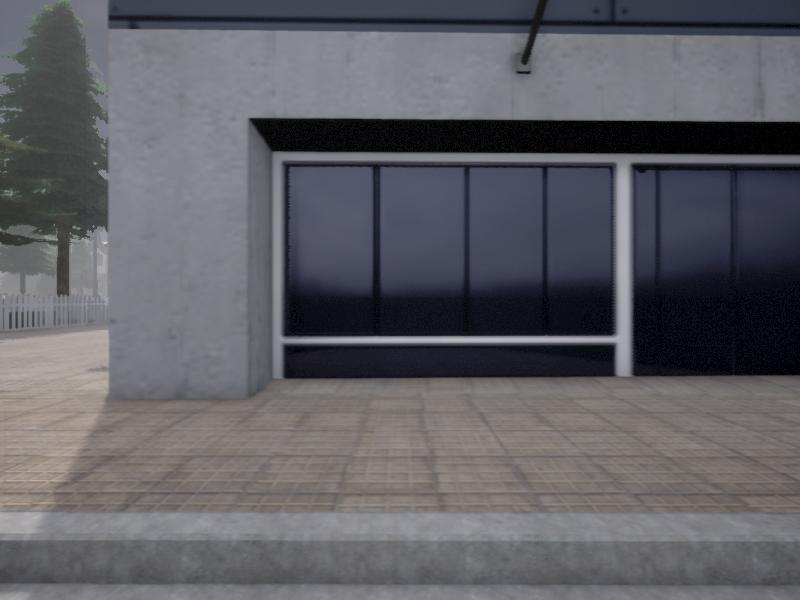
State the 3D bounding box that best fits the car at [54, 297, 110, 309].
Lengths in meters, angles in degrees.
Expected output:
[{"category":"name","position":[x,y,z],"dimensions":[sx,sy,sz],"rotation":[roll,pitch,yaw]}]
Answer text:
[{"category":"car","position":[-39.530,0.331,49.845],"dimensions":[5.357,1.411,2.033],"rotation":[0,0,-1]}]
